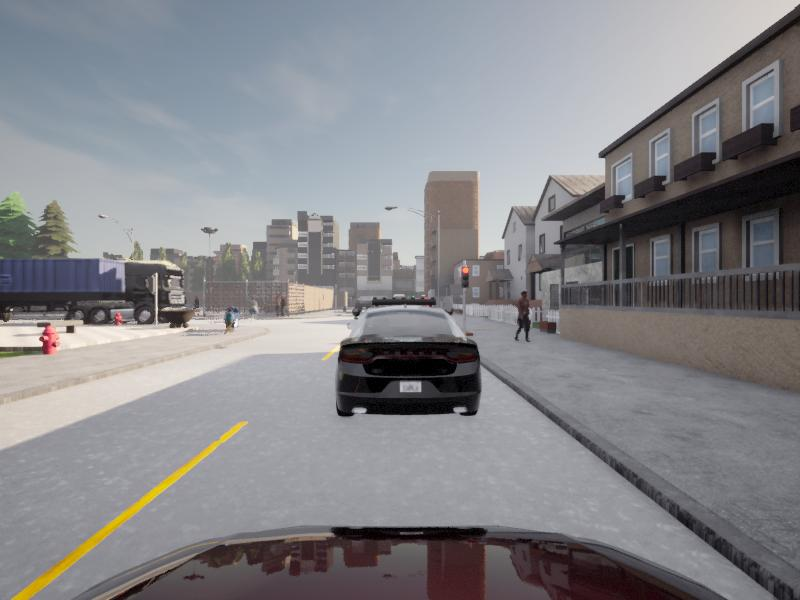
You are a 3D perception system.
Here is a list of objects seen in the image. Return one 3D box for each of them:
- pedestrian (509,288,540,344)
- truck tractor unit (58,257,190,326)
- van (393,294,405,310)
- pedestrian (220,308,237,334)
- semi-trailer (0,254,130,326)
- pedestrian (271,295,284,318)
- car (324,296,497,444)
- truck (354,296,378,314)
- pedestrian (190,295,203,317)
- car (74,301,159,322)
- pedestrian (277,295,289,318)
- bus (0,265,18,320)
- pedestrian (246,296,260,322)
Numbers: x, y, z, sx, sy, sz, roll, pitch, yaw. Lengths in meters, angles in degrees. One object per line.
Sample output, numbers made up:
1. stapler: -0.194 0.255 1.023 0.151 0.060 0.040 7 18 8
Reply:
1. pedestrian: 4.274 0.533 13.784 0.751 1.860 0.751 0 0 -16
2. truck tractor unit: -17.698 -0.508 26.019 6.516 4.208 3.053 0 0 0
3. van: -0.144 0.323 68.605 1.988 2.561 5.915 0 0 0
4. pedestrian: -7.382 0.904 17.241 0.500 1.100 0.500 0 0 12
5. semi-trailer: -25.612 -0.618 25.921 14.254 4.402 2.717 0 0 -1
6. pedestrian: -10.138 0.534 33.130 0.751 1.860 0.751 0 0 20
7. car: 0.062 0.771 7.066 1.930 1.638 5.238 0 0 -1
8. truck: -4.111 0.542 49.206 2.390 2.098 6.274 0 0 0
9. pedestrian: -17.827 0.534 35.035 0.751 1.860 0.751 0 0 15
10. car: -21.150 0.837 30.028 4.902 1.511 2.128 0 0 0
11. pedestrian: -9.829 0.534 33.661 0.751 1.860 0.751 0 0 -38
12. bus: -35.578 -0.537 29.882 10.273 4.253 3.944 0 0 0
13. pedestrian: -10.587 0.637 28.888 0.751 1.860 0.751 0 0 0
